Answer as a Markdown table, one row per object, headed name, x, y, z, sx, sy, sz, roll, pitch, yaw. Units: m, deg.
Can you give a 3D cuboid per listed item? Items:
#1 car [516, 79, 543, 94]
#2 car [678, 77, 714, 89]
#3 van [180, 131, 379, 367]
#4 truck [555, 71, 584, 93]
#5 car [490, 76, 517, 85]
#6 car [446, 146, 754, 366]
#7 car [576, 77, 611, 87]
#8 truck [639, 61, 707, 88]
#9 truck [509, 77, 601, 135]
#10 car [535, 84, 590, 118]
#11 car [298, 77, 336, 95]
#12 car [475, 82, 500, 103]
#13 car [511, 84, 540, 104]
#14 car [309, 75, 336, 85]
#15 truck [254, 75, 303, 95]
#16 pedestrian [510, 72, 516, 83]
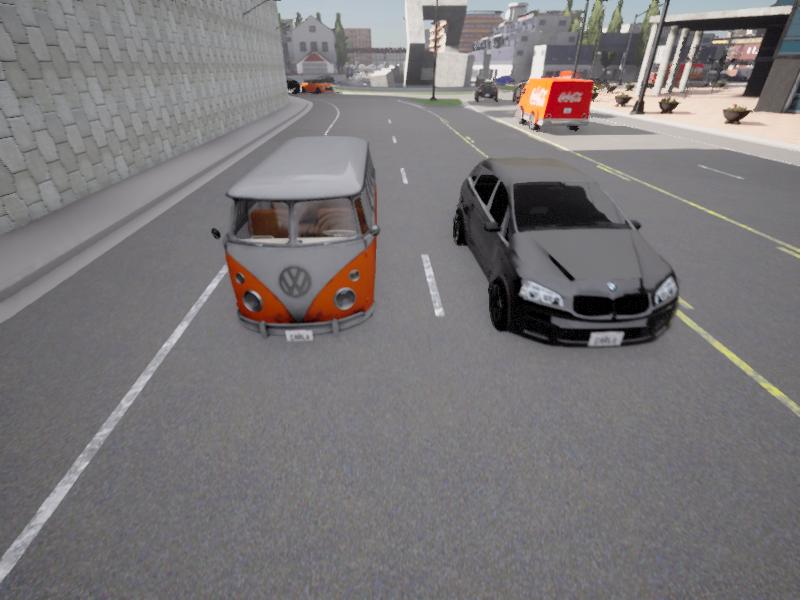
| name | x | y | z | sx | sy | sz | roll | pitch | yaw |
| --- | --- | --- | --- | --- | --- | --- | --- | --- | --- |
| car | 16.892 | -27.882 | 52.181 | 1.789 | 1.549 | 3.705 | 23 | 38 | 34 |
| car | 47.155 | -34.651 | 63.810 | 3.988 | 1.617 | 1.851 | -2 | 30 | -4 |
| van | -1.250 | -1.212 | 6.117 | 1.775 | 1.987 | 4.442 | -2 | 30 | -3 |
| truck | 23.058 | -29.630 | 54.277 | 2.627 | 2.467 | 5.204 | 15 | 33 | 23 |
| car | 19.864 | -42.128 | 76.686 | 1.812 | 1.442 | 4.674 | -27 | 39 | -37 |
| car | 2.248 | -1.139 | 6.303 | 2.242 | 1.667 | 4.611 | -2 | 30 | -3 |
| car | 32.458 | -36.628 | 67.217 | 4.892 | 1.490 | 1.837 | 9 | 32 | 15 |
| truck | 44.994 | -37.341 | 66.132 | 8.468 | 3.827 | 2.891 | -2 | 30 | -4 |
| truck | 8.267 | -10.872 | 22.171 | 2.627 | 2.467 | 5.204 | -1 | 30 | -3 |
| car | 11.503 | -14.365 | 28.733 | 1.932 | 1.855 | 4.605 | 0 | 30 | 0 |
| car | -10.467 | -27.009 | 50.466 | 4.553 | 1.767 | 2.097 | 23 | 38 | 34 |
| car | 8.795 | -21.118 | 40.550 | 2.152 | 1.651 | 5.027 | 4 | 31 | 7 |
| car | 11.917 | -19.686 | 38.166 | 1.789 | 1.549 | 3.705 | 2 | 30 | 4 |
| car | -14.868 | -42.451 | 77.178 | 1.837 | 1.490 | 4.892 | 24 | 38 | 35 |
| truck | -15.227 | -27.017 | 50.166 | 6.274 | 2.098 | 2.390 | 22 | 37 | 33 |
| pedestrian | 22.667 | -44.471 | 79.937 | 0.751 | 1.860 | 0.751 | 15 | 34 | 24 |
